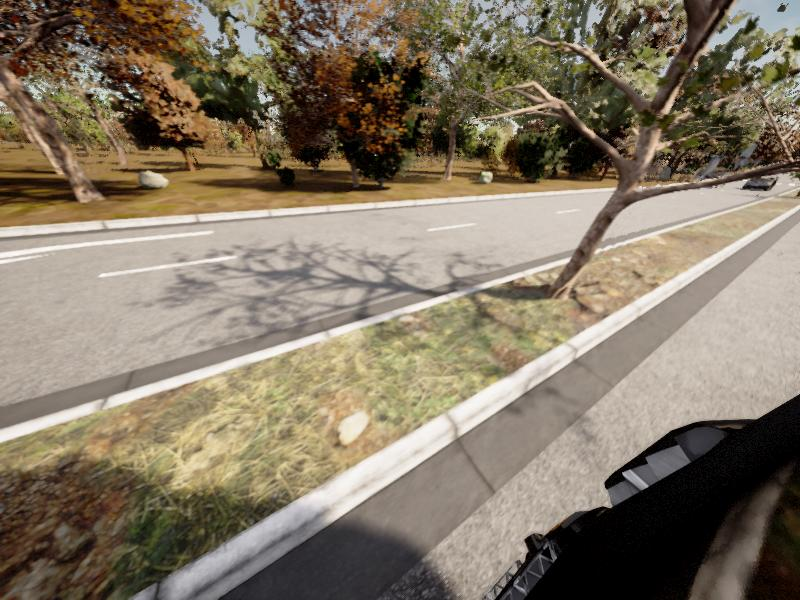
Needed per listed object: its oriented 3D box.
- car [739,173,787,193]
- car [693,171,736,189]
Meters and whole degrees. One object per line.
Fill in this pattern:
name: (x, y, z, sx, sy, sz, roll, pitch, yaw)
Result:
car: (38.960, -12.662, 24.823, 3.988, 1.617, 1.851, -16, 38, -26)
car: (35.055, -13.433, 25.753, 3.705, 1.549, 1.789, -16, 38, -26)
